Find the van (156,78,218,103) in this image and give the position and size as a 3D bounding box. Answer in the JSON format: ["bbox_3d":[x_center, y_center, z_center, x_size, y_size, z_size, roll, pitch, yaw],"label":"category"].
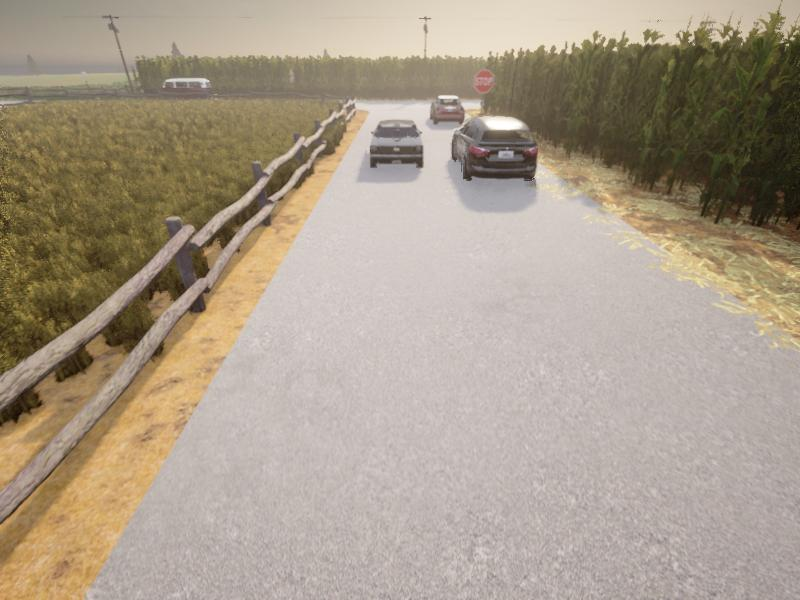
[{"bbox_3d":[-20.318,-20.108,38.389,4.480,2.038,2.069,0,30,0],"label":"van"}]

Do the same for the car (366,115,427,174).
[{"bbox_3d":[-0.120,-5.863,14.754,1.895,1.301,4.718,0,30,0],"label":"car"}]

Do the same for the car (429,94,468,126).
[{"bbox_3d":[2.908,-11.892,24.890,1.970,1.475,3.806,0,30,0],"label":"car"}]

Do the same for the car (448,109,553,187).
[{"bbox_3d":[2.990,-5.166,13.189,2.242,1.667,4.611,0,30,0],"label":"car"}]
